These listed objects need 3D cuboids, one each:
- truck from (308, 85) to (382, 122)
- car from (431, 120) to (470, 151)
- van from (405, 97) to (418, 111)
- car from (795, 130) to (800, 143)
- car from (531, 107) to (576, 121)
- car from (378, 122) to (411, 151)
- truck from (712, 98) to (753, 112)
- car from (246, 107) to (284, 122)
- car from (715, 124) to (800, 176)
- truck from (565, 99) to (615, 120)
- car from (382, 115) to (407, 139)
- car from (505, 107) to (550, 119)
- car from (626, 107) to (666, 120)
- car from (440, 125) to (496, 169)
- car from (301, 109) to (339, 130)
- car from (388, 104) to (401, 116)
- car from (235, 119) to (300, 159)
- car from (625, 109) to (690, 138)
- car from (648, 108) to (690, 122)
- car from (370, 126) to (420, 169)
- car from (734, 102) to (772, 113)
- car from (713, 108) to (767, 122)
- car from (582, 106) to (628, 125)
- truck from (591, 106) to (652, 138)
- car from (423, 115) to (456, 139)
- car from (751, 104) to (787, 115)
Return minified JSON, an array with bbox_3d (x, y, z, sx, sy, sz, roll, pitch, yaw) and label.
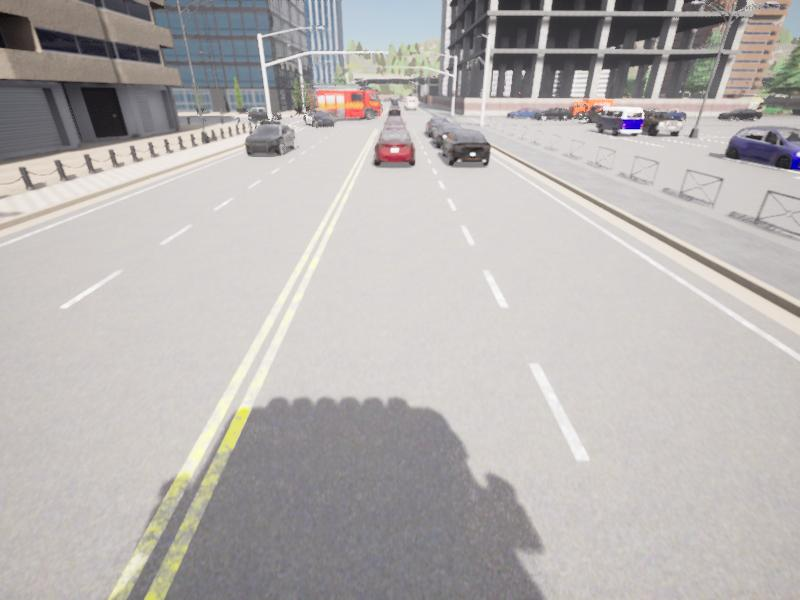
[{"bbox_3d":[-6.739,-24.427,49.738,8.468,3.827,2.891,-14,30,-25],"label":"truck"},{"bbox_3d":[3.159,-10.722,25.884,1.812,1.442,4.674,0,27,-1],"label":"car"},{"bbox_3d":[2.393,-41.183,83.937,2.351,2.431,6.366,0,27,-1],"label":"van"},{"bbox_3d":[28.695,-10.836,26.051,1.970,1.475,3.806,0,27,-1],"label":"car"},{"bbox_3d":[19.669,-23.946,51.534,4.892,1.490,1.837,0,27,-1],"label":"car"},{"bbox_3d":[-0.332,-10.516,25.615,1.895,1.301,4.718,0,27,-1],"label":"car"},{"bbox_3d":[63.953,-37.549,77.055,5.204,2.467,2.615,0,27,-1],"label":"truck"},{"bbox_3d":[-16.070,-22.150,47.742,3.806,1.475,1.970,-1,27,-3],"label":"car"},{"bbox_3d":[17.373,-6.931,18.209,2.242,1.667,4.611,0,27,-1],"label":"car"},{"bbox_3d":[25.814,-26.003,54.518,5.204,2.467,2.627,0,27,-1],"label":"truck"},{"bbox_3d":[-0.420,-13.773,31.777,1.812,1.442,4.674,0,27,-1],"label":"car"},{"bbox_3d":[17.368,-25.497,54.636,5.357,1.411,2.033,0,27,-1],"label":"car"},{"bbox_3d":[33.694,-25.590,54.864,4.193,1.474,1.816,0,27,-1],"label":"car"},{"bbox_3d":[3.241,-7.798,20.106,1.882,1.535,5.008,0,27,-1],"label":"car"},{"bbox_3d":[-8.091,-18.246,40.278,2.038,1.542,4.974,-15,31,-25],"label":"car"},{"bbox_3d":[-0.827,-29.804,62.738,2.038,1.542,4.974,0,27,-1],"label":"car"},{"bbox_3d":[-7.283,-9.217,22.650,1.930,1.638,5.238,0,27,-1],"label":"car"},{"bbox_3d":[20.127,-14.003,31.594,1.932,1.855,4.605,0,27,-1],"label":"car"},{"bbox_3d":[34.786,-23.960,51.787,3.806,1.475,1.970,0,27,-1],"label":"car"},{"bbox_3d":[-0.258,-7.681,19.909,2.163,1.488,4.792,0,27,-1],"label":"car"},{"bbox_3d":[64.063,-34.988,72.659,4.605,1.855,1.932,0,27,-1],"label":"car"},{"bbox_3d":[44.081,-24.046,51.903,5.008,1.535,1.882,0,27,-1],"label":"car"},{"bbox_3d":[23.120,-20.928,45.271,3.866,1.878,1.905,0,27,-1],"label":"car"},{"bbox_3d":[17.233,-14.055,31.462,2.069,2.038,4.478,0,27,-1],"label":"truck"},{"bbox_3d":[3.080,-14.025,32.352,2.033,1.411,5.357,0,27,-1],"label":"car"},{"bbox_3d":[63.435,-32.788,68.748,3.988,1.617,1.851,0,27,-1],"label":"car"}]
